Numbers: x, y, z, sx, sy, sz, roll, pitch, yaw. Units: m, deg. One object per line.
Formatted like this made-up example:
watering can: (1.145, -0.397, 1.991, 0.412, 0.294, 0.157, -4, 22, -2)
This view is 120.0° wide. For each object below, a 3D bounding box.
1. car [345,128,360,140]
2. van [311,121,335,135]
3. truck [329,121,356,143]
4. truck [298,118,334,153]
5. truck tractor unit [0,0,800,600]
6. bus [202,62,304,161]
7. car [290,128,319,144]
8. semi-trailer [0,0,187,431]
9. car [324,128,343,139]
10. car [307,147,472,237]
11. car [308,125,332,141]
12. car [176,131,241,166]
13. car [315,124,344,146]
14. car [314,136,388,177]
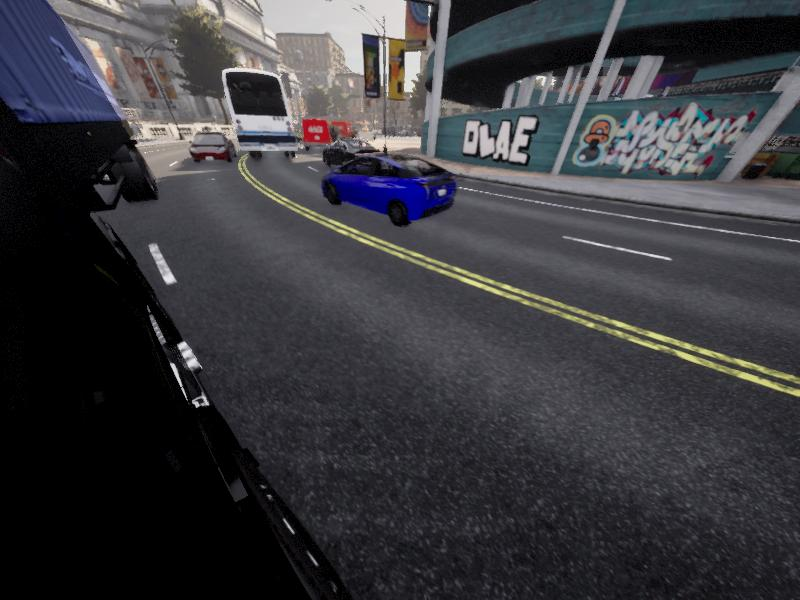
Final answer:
car: (-8.330, -29.561, 41.160, 1.789, 1.549, 3.705, 3, 37, 1)
van: (-17.660, -39.671, 53.397, 2.351, 2.431, 6.366, 8, 37, 8)
truck: (-8.643, -25.893, 35.510, 2.627, 2.467, 5.204, 3, 37, 1)
truck: (-8.038, -16.117, 22.559, 2.627, 2.467, 5.204, -7, 38, -12)
truck tractor unit: (-2.645, -0.295, 0.351, 6.516, 4.208, 3.053, 28, 44, 30)
bus: (-10.106, -13.333, 17.251, 3.944, 4.253, 10.273, -13, 38, -19)
car: (-12.330, -21.500, 30.276, 2.007, 1.525, 4.514, 1, 37, -2)
semi-trailer: (-7.999, -3.999, 4.818, 2.717, 4.402, 14.254, -26, 45, -32)
car: (-11.825, -29.848, 41.389, 2.007, 1.525, 4.514, 3, 37, 1)
car: (-0.517, -3.533, 7.001, 4.514, 1.525, 2.007, 29, 45, 31)
car: (-12.169, -25.636, 35.485, 1.932, 1.855, 4.605, 3, 37, 1)
car: (-12.027, -9.906, 14.928, 2.163, 1.488, 4.792, -14, 40, -20)
car: (-8.887, -21.378, 29.852, 2.150, 2.045, 5.566, 1, 37, -1)
car: (-2.939, -8.479, 13.462, 2.128, 1.511, 4.902, -22, 43, -29)
